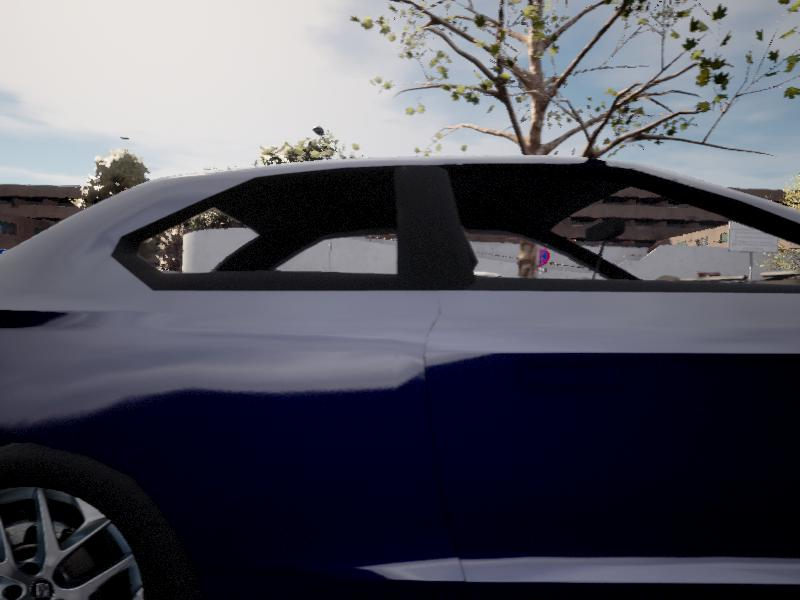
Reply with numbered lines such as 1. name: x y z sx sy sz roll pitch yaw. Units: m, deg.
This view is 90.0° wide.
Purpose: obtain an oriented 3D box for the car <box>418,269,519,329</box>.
1. car: 2.442 0.003 15.532 1.878 1.987 4.442 1 -1 -20

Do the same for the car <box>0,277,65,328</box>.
1. car: -15.479 0.106 15.678 2.185 1.767 4.553 1 -1 -20

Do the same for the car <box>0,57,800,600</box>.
1. car: 0.614 0.254 1.701 4.193 1.474 1.816 0 0 0

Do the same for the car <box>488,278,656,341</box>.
1. car: 4.346 0.227 10.565 3.633 1.501 1.845 0 0 0

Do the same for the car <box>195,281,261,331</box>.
1. car: -6.470 0.225 15.469 1.946 1.575 5.366 1 -1 -20

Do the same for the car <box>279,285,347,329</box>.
1. car: -3.556 0.271 15.643 2.002 1.452 4.674 1 -1 -20

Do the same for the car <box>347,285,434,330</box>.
1. car: -0.582 0.271 15.635 2.002 1.452 4.674 0 -1 -20
